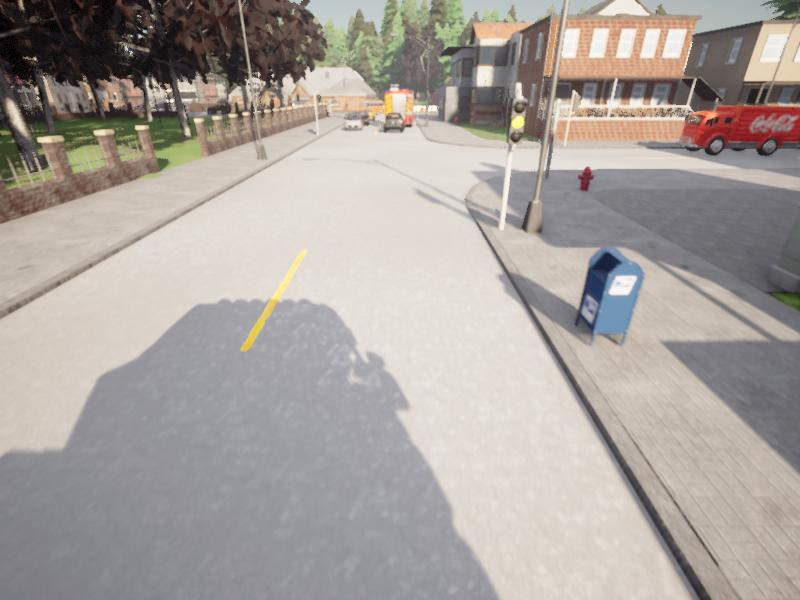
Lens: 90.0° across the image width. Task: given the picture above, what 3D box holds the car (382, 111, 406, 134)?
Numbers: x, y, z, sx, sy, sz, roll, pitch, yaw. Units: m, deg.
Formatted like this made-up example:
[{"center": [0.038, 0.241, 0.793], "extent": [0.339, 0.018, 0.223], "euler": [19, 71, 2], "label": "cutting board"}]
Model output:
[{"center": [-0.480, -15.831, 35.572], "extent": [1.851, 1.617, 3.988], "euler": [2, 27, 3], "label": "car"}]

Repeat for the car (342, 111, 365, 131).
[{"center": [-4.276, -16.700, 37.343], "extent": [1.845, 1.501, 3.633], "euler": [-1, 27, -2], "label": "car"}]

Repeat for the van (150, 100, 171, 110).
[{"center": [-53.570, -43.595, 89.511], "extent": [1.775, 1.987, 4.442], "euler": [0, 27, 0], "label": "van"}]

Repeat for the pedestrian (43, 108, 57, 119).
[{"center": [-44.636, -23.751, 50.998], "extent": [0.751, 1.300, 0.751], "euler": [0, 27, 0], "label": "pedestrian"}]

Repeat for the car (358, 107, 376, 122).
[{"center": [-4.072, -23.166, 49.839], "extent": [1.801, 1.575, 5.366], "euler": [0, 27, 0], "label": "car"}]

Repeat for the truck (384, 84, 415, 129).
[{"center": [-0.088, -20.434, 42.083], "extent": [2.891, 3.827, 8.468], "euler": [0, 27, 0], "label": "truck"}]

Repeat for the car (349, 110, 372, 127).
[{"center": [-4.181, -19.714, 43.340], "extent": [2.033, 1.411, 5.357], "euler": [0, 27, -1], "label": "car"}]

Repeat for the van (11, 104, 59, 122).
[{"center": [-49.461, -25.483, 54.317], "extent": [2.069, 2.038, 4.480], "euler": [0, 27, 0], "label": "van"}]

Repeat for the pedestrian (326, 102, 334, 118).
[{"center": [-9.512, -25.809, 54.378], "extent": [0.751, 1.860, 0.751], "euler": [0, 27, 0], "label": "pedestrian"}]

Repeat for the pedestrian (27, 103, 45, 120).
[{"center": [-44.660, -23.089, 49.103], "extent": [0.751, 1.860, 0.751], "euler": [0, 27, 0], "label": "pedestrian"}]

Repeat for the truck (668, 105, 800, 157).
[{"center": [18.701, -9.453, 22.254], "extent": [5.204, 2.467, 2.627], "euler": [1, 27, 2], "label": "truck"}]

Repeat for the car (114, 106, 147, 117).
[{"center": [-42.377, -29.650, 62.910], "extent": [3.633, 1.501, 1.845], "euler": [0, 27, 0], "label": "car"}]

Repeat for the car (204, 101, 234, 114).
[{"center": [-29.815, -31.719, 66.052], "extent": [3.866, 1.878, 1.905], "euler": [0, 27, 0], "label": "car"}]

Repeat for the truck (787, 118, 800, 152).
[{"center": [27.721, -10.142, 22.112], "extent": [8.468, 3.827, 2.891], "euler": [0, 27, 1], "label": "truck"}]

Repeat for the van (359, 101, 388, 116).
[{"center": [-4.112, -30.069, 62.786], "extent": [4.442, 1.987, 1.775], "euler": [0, 27, 0], "label": "van"}]
